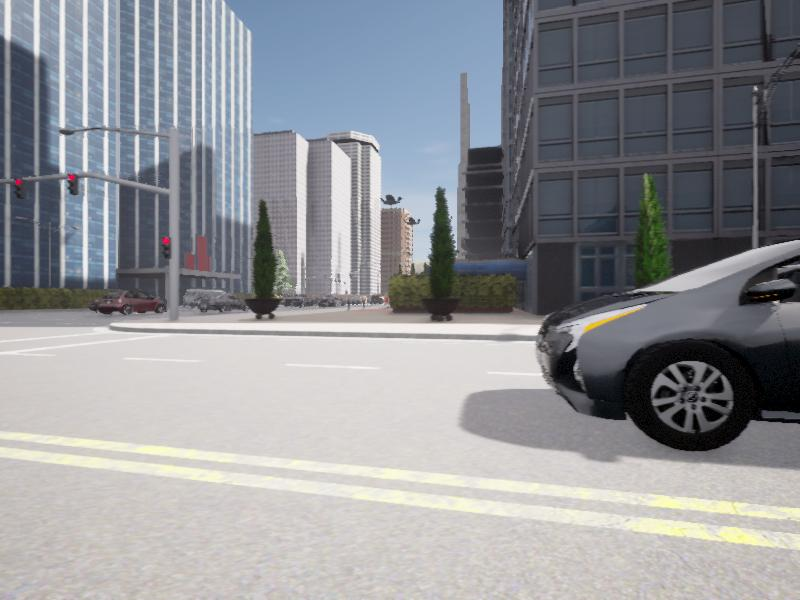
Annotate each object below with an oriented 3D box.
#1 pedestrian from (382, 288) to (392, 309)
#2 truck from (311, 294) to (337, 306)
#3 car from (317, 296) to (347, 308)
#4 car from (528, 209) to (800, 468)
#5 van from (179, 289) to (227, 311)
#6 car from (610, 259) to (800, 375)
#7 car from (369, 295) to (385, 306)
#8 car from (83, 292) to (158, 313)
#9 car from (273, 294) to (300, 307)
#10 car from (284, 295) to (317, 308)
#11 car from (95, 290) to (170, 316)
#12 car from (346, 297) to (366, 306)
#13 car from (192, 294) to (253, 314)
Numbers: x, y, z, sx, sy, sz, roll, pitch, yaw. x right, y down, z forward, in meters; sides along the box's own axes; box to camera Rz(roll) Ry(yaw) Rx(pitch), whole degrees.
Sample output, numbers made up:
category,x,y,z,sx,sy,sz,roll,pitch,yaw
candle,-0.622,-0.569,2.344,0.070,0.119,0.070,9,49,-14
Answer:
category,x,y,z,sx,sy,sz,roll,pitch,yaw
pedestrian,-1.178,-0.115,35.524,0.751,1.860,0.751,0,0,-17
truck,-14.193,-0.053,75.214,2.390,2.098,6.274,0,0,12
car,-8.683,0.234,51.478,2.038,1.542,4.974,0,0,12
car,3.451,0.227,3.134,4.514,1.525,2.007,0,0,13
van,-18.751,0.009,38.349,1.775,1.987,4.442,0,0,12
car,5.982,0.226,6.143,4.514,1.525,2.007,0,0,13
car,-4.081,0.060,72.303,1.905,1.878,3.866,0,0,12
car,-23.351,0.183,33.754,1.930,1.638,5.238,0,0,12
car,-17.298,0.059,61.129,1.932,1.855,4.605,0,0,13
car,-12.489,0.178,50.480,1.930,1.638,5.238,0,0,12
car,-17.724,0.197,26.761,1.851,1.617,3.988,0,0,12
car,-7.803,0.258,71.682,2.163,1.488,4.792,0,0,12
car,-13.336,0.277,30.411,1.812,1.442,4.674,0,0,12
